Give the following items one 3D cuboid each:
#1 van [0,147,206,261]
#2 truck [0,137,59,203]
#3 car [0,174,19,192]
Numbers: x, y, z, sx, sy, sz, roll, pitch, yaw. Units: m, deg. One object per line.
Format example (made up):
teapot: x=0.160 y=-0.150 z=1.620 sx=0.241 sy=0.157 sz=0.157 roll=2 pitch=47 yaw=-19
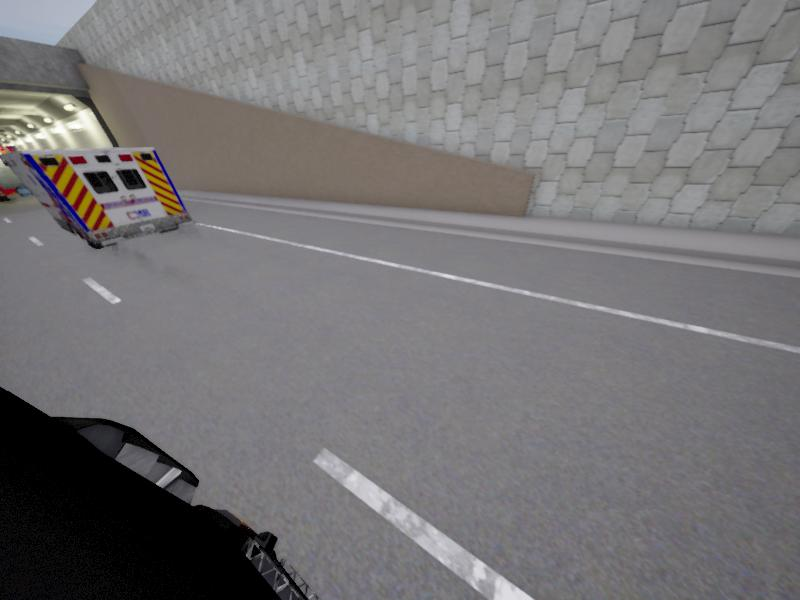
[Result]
van: x=-9.859 y=-3.397 z=7.570 sx=6.366 sy=2.431 sz=2.351 roll=16 pitch=38 yaw=26
truck: x=-31.410 y=-10.105 z=18.003 sx=8.468 sy=3.827 sz=2.891 roll=16 pitch=38 yaw=26
car: x=-42.942 y=-12.413 z=24.484 sx=4.674 sy=1.442 sz=1.812 roll=16 pitch=38 yaw=26
